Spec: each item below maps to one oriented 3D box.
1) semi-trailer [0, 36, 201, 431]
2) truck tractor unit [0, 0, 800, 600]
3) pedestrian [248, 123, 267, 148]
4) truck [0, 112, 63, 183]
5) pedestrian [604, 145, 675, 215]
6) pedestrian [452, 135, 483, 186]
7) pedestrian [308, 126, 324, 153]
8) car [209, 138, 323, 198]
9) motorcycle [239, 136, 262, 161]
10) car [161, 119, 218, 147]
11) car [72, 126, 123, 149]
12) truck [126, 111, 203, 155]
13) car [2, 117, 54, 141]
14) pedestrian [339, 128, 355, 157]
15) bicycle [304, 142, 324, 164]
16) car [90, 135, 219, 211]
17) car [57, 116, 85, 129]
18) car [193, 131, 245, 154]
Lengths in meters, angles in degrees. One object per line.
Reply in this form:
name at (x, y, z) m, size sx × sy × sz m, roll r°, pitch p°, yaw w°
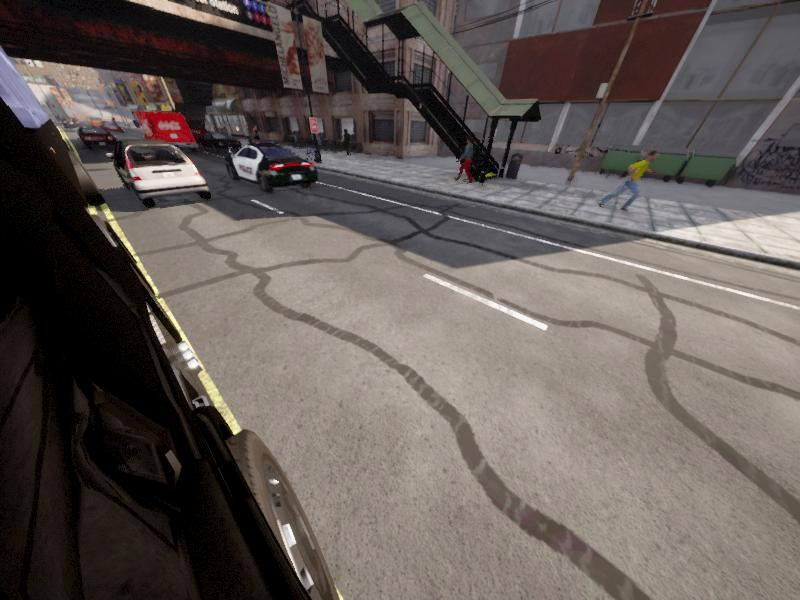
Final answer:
semi-trailer at (-8.666, -3.621, 4.268) m, size 14.254 × 4.402 × 2.717 m, roll 28°, pitch 44°, yaw 30°
truck tractor unit at (-2.645, -0.295, 0.352) m, size 6.516 × 4.208 × 3.053 m, roll 28°, pitch 44°, yaw 30°
pedestrian at (-13.480, -15.529, 21.828) m, size 0.751 × 1.860 × 0.751 m, roll 22°, pitch 41°, yaw 24°
truck at (-16.905, -6.494, 9.712) m, size 6.274 × 2.098 × 2.390 m, roll 27°, pitch 43°, yaw 32°
pedestrian at (7.540, -3.819, 7.389) m, size 0.751 × 1.860 × 0.751 m, roll 27°, pitch 43°, yaw 29°
pedestrian at (3.030, -6.297, 10.441) m, size 0.751 × 1.860 × 0.751 m, roll 23°, pitch 41°, yaw 25°
pedestrian at (-7.172, -13.776, 19.862) m, size 0.751 × 1.860 × 0.751 m, roll -25°, pitch 45°, yaw -32°
car at (-5.716, -5.786, 9.786) m, size 4.974 × 1.542 × 2.038 m, roll 28°, pitch 44°, yaw 30°
motorcycle at (-10.490, -10.751, 16.336) m, size 0.764 × 1.277 × 2.356 m, roll -11°, pitch 39°, yaw -17°
car at (-21.091, -16.759, 23.156) m, size 5.566 × 2.045 × 2.435 m, roll 28°, pitch 44°, yaw 30°
car at (-24.913, -13.366, 18.982) m, size 4.718 × 1.301 × 1.895 m, roll 28°, pitch 44°, yaw 30°
truck at (-18.132, -12.916, 17.815) m, size 5.204 × 2.467 × 2.627 m, roll 29°, pitch 44°, yaw 31°
car at (-35.435, -16.429, 22.159) m, size 5.238 × 1.638 × 1.930 m, roll 28°, pitch 44°, yaw 30°
pedestrian at (-4.216, -12.563, 18.414) m, size 0.751 × 1.860 × 0.751 m, roll 27°, pitch 43°, yaw 29°
bicycle at (-5.646, -9.616, 15.087) m, size 1.643 × 1.024 × 0.373 m, roll 28°, pitch 34°, yaw 30°
car at (-8.182, -4.401, 7.706) m, size 3.988 × 1.617 × 1.851 m, roll 28°, pitch 44°, yaw 30°
car at (-58.650, -31.607, 41.209) m, size 4.611 × 1.667 × 2.242 m, roll 28°, pitch 44°, yaw 30°
car at (-15.447, -13.457, 19.681) m, size 4.718 × 1.301 × 1.895 m, roll 28°, pitch 44°, yaw 30°
